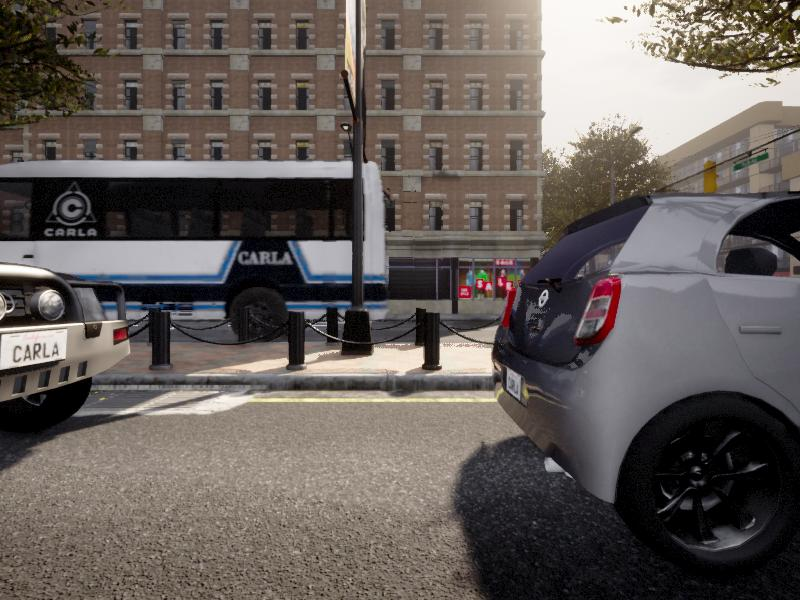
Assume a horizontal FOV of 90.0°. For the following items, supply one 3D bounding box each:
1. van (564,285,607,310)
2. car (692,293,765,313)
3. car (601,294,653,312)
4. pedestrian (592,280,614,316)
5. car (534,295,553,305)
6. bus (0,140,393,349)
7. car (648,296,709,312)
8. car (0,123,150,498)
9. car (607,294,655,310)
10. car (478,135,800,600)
[{"bbox_3d":[20.136,-0.280,43.771,1.988,2.561,5.915,0,0,0],"label":"van"},{"bbox_3d":[27.196,0.222,33.402,2.038,1.542,4.974,0,0,0],"label":"car"},{"bbox_3d":[20.184,0.242,35.853,1.837,1.490,4.892,0,0,0],"label":"car"},{"bbox_3d":[10.748,-0.116,21.222,0.751,1.860,0.751,0,0,-5],"label":"pedestrian"},{"bbox_3d":[26.963,0.050,75.288,1.932,1.855,4.605,0,0,0],"label":"car"},{"bbox_3d":[-5.332,-1.134,10.147,10.273,4.253,3.944,0,0,0],"label":"bus"},{"bbox_3d":[23.693,0.341,34.300,1.895,1.301,4.718,0,0,0],"label":"car"},{"bbox_3d":[-4.281,0.053,2.201,4.605,1.855,1.932,0,0,0],"label":"car"},{"bbox_3d":[23.652,0.198,41.198,1.801,1.575,5.366,0,0,0],"label":"car"},{"bbox_3d":[2.425,0.226,2.192,3.633,1.501,1.845,0,0,0],"label":"car"}]
